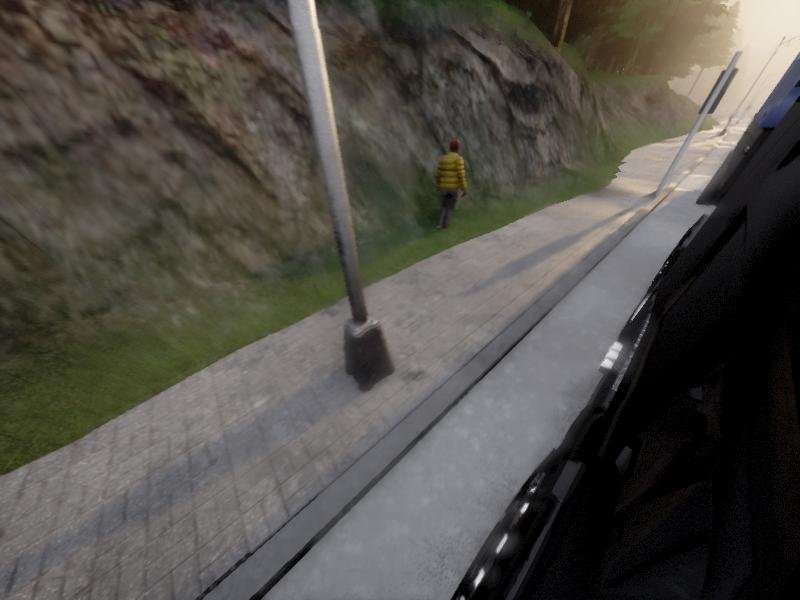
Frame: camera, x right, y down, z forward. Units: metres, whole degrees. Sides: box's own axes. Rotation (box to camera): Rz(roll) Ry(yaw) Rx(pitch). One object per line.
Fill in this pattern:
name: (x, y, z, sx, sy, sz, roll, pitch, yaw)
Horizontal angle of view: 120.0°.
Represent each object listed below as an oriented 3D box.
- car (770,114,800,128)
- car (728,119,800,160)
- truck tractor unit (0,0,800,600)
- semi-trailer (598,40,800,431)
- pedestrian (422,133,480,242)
car: (58.794, -26.220, 33.799, 4.514, 1.525, 2.007, 6, 37, 12)
car: (22.170, -9.668, 13.813, 4.611, 1.667, 2.242, -28, 44, -30)
truck tractor unit: (2.645, -0.295, 0.352, 6.516, 4.208, 3.053, -28, 44, -30)
semi-trailer: (8.695, -3.601, 4.240, 14.254, 4.402, 2.717, -28, 44, -30)
pedestrian: (0.992, -2.300, 4.800, 0.751, 1.860, 0.751, 23, 44, 30)
